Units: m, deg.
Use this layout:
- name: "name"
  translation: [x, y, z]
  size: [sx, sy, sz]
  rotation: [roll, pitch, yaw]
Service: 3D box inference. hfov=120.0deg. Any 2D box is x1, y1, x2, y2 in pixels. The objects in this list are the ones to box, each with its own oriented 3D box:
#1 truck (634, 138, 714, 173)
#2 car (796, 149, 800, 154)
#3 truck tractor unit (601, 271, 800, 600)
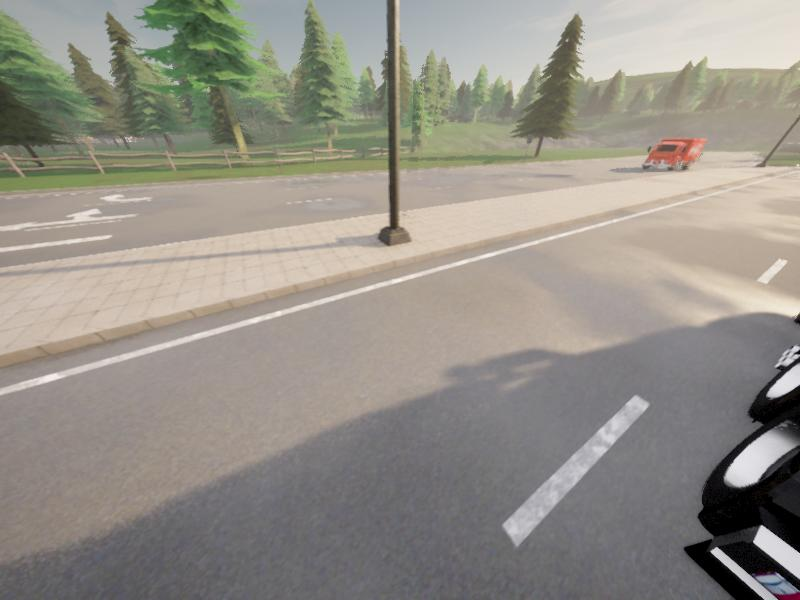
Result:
- name: "truck"
  translation: [24.992, -13.329, 21.162]
  size: [5.204, 2.467, 2.627]
  rotation: [-17, 39, -24]
- name: "car"
  translation: [91.639, -32.753, 49.983]
  size: [2.150, 2.045, 5.566]
  rotation: [-26, 43, -33]
- name: "truck tractor unit"
  translation: [5.120, -0.292, 0.767]
  size: [6.516, 4.208, 3.053]
  rotation: [-18, 39, -24]
